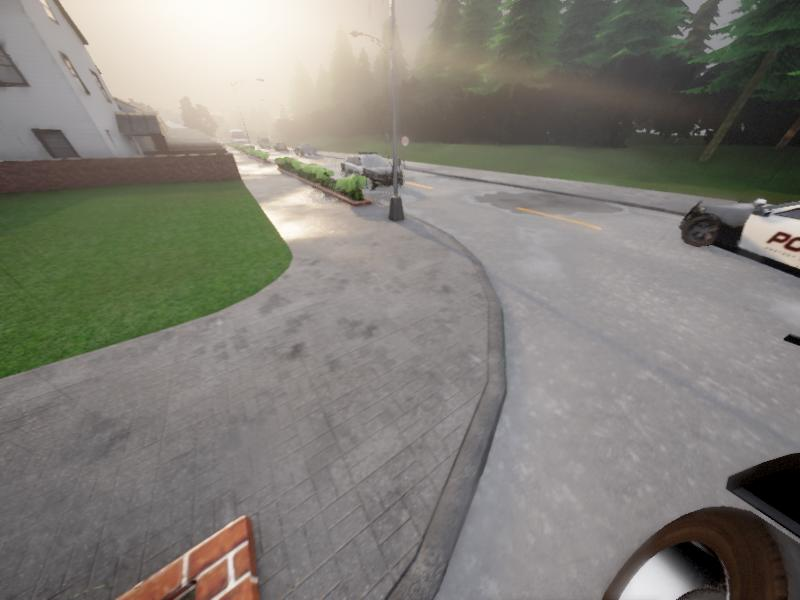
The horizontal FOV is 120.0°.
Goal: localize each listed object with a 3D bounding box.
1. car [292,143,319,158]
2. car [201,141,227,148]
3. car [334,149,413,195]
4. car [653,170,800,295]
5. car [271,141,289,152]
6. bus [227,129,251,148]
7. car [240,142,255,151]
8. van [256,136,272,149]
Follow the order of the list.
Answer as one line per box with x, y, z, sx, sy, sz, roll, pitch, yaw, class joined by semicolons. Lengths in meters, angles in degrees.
-13.633;-21.612;33.246;2.152;1.651;5.027;-21;40;-27;car
-51.458;-43.171;64.133;2.033;1.415;5.357;9;36;13;car
-1.654;-7.291;12.834;1.930;1.638;5.238;-21;41;-27;car
8.048;-1.100;4.087;2.038;1.542;4.974;2;36;5;car
-23.689;-30.179;45.463;2.033;1.649;4.856;-21;40;-27;car
-47.957;-47.912;68.506;3.944;4.253;10.273;-21;40;-27;bus
-36.394;-36.761;55.143;2.152;1.651;5.027;-21;40;-27;car
-34.394;-39.692;58.206;1.988;2.561;5.915;-21;40;-27;van
